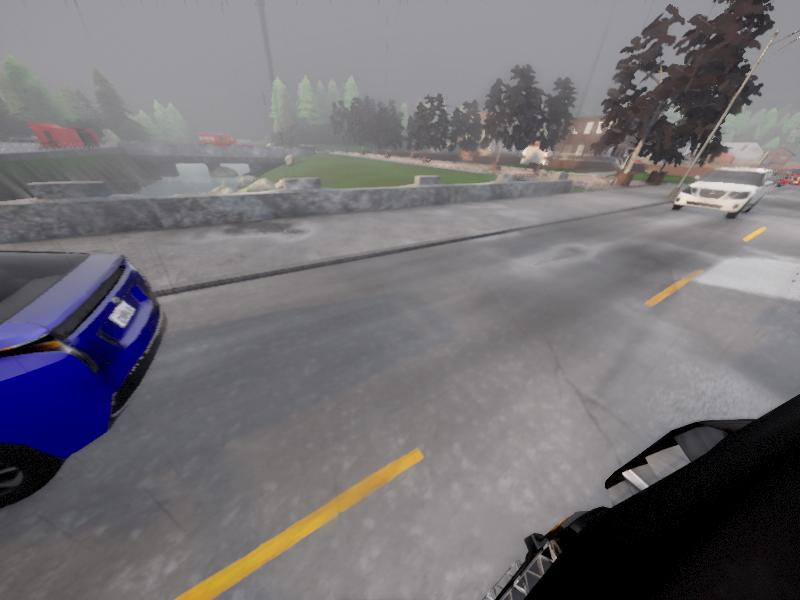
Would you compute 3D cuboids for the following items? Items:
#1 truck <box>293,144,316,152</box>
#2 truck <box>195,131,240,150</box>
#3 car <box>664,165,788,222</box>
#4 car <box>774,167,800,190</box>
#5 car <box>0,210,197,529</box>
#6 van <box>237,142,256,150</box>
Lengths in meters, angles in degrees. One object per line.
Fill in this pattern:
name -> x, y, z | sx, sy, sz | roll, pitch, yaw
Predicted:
truck -> -30.811, -49.335, 74.938 | 6.274, 2.098, 2.390 | -16, 38, -26
truck -> -48.347, -42.465, 61.731 | 8.468, 3.827, 2.891 | -16, 38, -26
car -> 16.312, -5.486, 11.573 | 5.566, 2.045, 2.150 | -16, 38, -26
car -> 45.652, -13.829, 26.247 | 5.566, 2.045, 2.150 | -16, 38, -26
car -> -4.324, 0.730, 1.194 | 4.514, 1.525, 2.007 | -16, 38, -26
van -> -45.025, -45.203, 67.797 | 4.442, 1.987, 1.775 | -16, 38, -26
